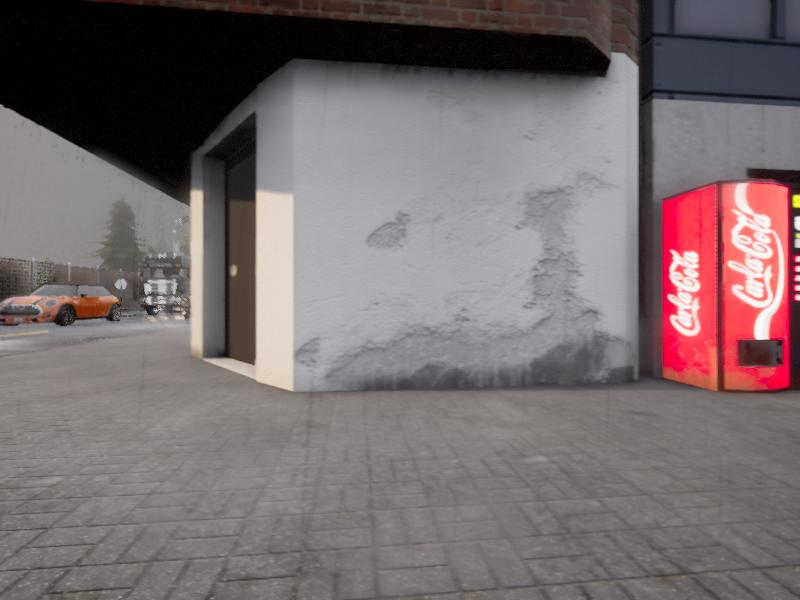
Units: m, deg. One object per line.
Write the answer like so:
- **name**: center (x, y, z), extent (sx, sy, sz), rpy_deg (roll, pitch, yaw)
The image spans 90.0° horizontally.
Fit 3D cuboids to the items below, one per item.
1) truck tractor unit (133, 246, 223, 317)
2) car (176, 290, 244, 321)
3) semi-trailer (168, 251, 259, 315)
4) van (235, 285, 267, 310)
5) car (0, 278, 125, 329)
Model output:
- **truck tractor unit**: center (-14.704, -1.088, 27.167), extent (3.053, 4.208, 6.516), rpy_deg (0, 0, -6)
- **car**: center (-10.074, 0.264, 21.680), extent (1.837, 1.490, 4.892), rpy_deg (0, 0, -6)
- **semi-trailer**: center (-15.530, -1.187, 35.037), extent (2.717, 4.402, 14.254), rpy_deg (0, 0, -6)
- **van**: center (-16.577, -0.237, 44.946), extent (1.988, 2.561, 5.915), rpy_deg (0, 0, -6)
- **car**: center (-13.542, 0.115, 16.183), extent (2.097, 1.767, 4.553), rpy_deg (0, 0, -6)
